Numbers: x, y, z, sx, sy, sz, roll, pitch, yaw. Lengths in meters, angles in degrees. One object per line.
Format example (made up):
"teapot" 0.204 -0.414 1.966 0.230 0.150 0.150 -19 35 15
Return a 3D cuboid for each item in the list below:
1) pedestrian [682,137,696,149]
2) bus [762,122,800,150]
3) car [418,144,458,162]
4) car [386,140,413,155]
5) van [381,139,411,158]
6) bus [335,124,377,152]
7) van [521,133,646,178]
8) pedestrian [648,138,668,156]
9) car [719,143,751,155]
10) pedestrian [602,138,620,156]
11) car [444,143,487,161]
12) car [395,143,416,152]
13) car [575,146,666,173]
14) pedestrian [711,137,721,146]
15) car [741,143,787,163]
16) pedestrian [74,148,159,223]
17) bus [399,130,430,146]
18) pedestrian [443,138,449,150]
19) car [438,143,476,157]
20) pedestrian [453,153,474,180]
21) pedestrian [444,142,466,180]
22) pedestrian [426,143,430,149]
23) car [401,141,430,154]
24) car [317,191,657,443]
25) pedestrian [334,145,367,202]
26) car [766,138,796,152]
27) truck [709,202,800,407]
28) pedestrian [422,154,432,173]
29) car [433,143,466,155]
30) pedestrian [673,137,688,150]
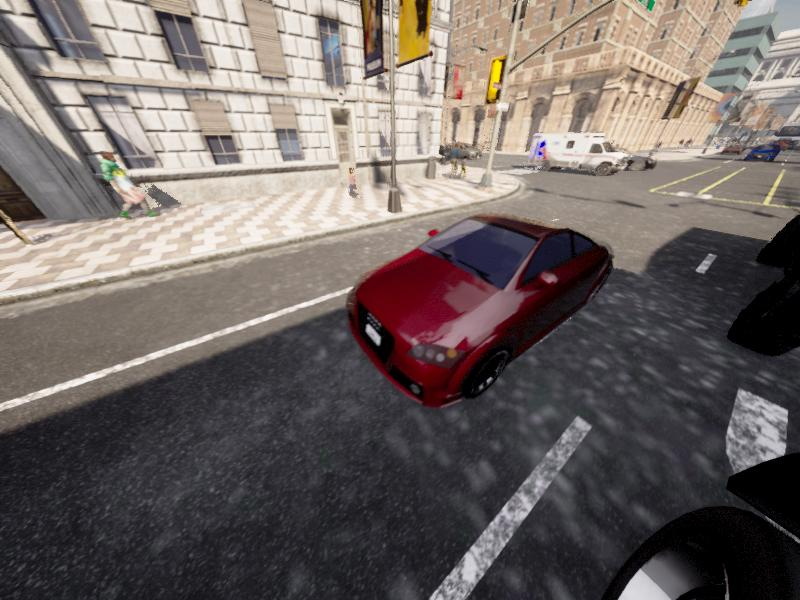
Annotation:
"pedestrian" 54.671 -29.663 43.721 0.751 1.860 0.751 -23 41 -28
"bus" 75.728 -31.764 44.777 10.273 4.253 3.944 -22 41 -28
"car" 4.401 -17.436 27.317 2.007 1.525 4.514 -22 41 -28
"car" -0.112 -24.758 37.436 1.932 1.855 4.605 -22 41 -28
"van" -0.575 -21.683 32.935 2.069 2.038 4.480 -22 41 -28
"bus" -9.186 -33.378 47.685 3.944 4.253 10.273 -22 41 -28
"van" 12.986 -10.844 17.114 2.351 2.431 6.366 -22 41 -28
"pedestrian" 33.186 -19.719 29.757 0.751 1.860 0.751 -16 38 -20
"car" 48.552 -21.879 33.500 4.718 1.301 1.895 -22 41 -28
"pedestrian" 26.808 -19.458 29.431 0.751 1.860 0.751 -7 36 -10
"car" 7.855 -18.183 28.226 2.242 1.667 4.611 -22 41 -28
"car" 1.050 -30.656 46.314 1.895 1.301 4.718 -22 41 -28
"car" 17.655 -11.489 18.774 4.974 1.542 2.038 28 44 34
"pedestrian" 81.506 -40.959 59.569 0.751 1.860 0.751 -27 43 -33
"car" 38.757 -15.687 24.578 5.008 1.535 1.882 -22 40 -28
"pedestrian" -8.261 -3.394 6.874 0.751 1.860 0.751 -24 41 -29
"bus" 5.042 -55.423 78.876 10.273 4.253 3.944 -22 40 -27
"pedestrian" 9.416 -31.803 47.085 0.751 1.860 0.751 -23 41 -29
"car" 8.008 -21.511 33.030 1.801 1.575 5.366 -22 41 -28
"pedestrian" 3.784 -8.035 13.863 0.751 1.300 0.751 -21 40 -27
"pedestrian" 3.203 -8.141 13.532 0.751 1.860 0.751 28 44 34
"pedestrian" 6.346 -34.760 51.966 0.500 1.100 0.500 -20 40 -26
"car" 2.532 -26.042 39.451 1.930 1.638 5.238 -22 41 -28
"car" 1.341 -0.436 3.339 4.181 1.385 1.994 -22 41 -28
"pedestrian" -1.890 -4.912 8.984 0.751 1.860 0.751 -23 41 -29
"car" 66.202 -27.000 40.155 3.866 1.878 1.905 -22 41 -28
"truck" 6.938 -0.534 2.837 6.274 2.098 2.390 -22 40 -28
"pedestrian" 1.900 -9.749 16.484 0.500 1.100 0.500 -13 37 -18
"car" 8.070 -24.900 38.003 2.033 1.411 5.357 -22 40 -28
"pedestrian" 50.175 -27.932 41.297 0.751 1.860 0.751 -19 39 -25
